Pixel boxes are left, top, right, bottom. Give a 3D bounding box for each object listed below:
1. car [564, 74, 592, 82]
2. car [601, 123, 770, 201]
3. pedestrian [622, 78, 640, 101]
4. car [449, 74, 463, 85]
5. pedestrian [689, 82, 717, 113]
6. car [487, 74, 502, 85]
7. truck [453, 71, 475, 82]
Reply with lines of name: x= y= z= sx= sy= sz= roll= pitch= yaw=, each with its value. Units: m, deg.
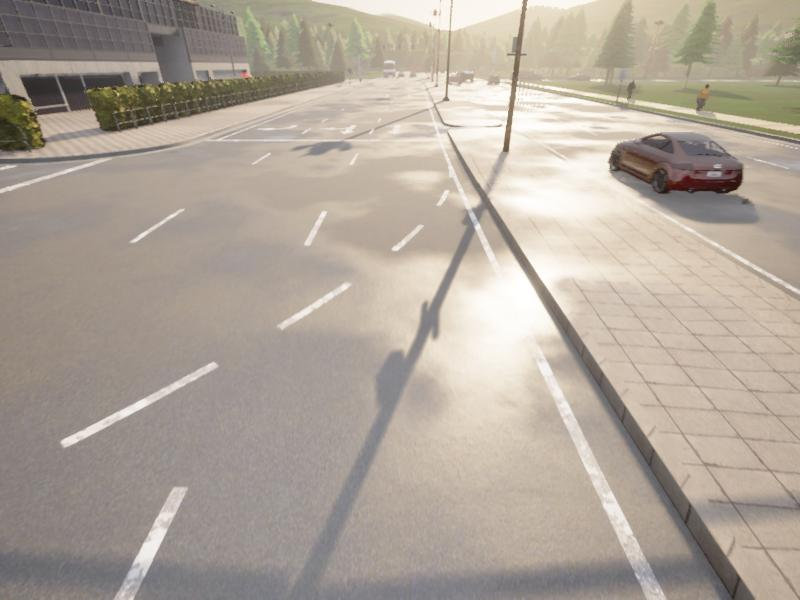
car: x=38.712 y=-48.281 z=86.983 sx=4.902 sy=1.511 sz=2.128 roll=1 pitch=30 yaw=2
car: x=8.010 y=-4.237 z=11.866 sx=1.994 sy=1.385 sz=4.181 roll=0 pitch=30 yaw=1
pedestrian: x=21.517 y=-19.598 z=37.255 sx=0.751 sy=1.860 sz=0.751 roll=2 pitch=30 yaw=3
car: x=10.373 y=-41.060 z=74.478 sx=2.152 sy=1.651 sz=5.027 roll=1 pitch=30 yaw=2
pedestrian: x=20.930 y=-13.976 z=27.657 sx=0.751 sy=1.860 sz=0.751 roll=2 pitch=30 yaw=3
car: x=17.357 y=-40.709 z=73.895 sx=1.851 sy=1.617 sz=3.988 roll=1 pitch=30 yaw=1
truck: x=13.872 y=-48.461 z=86.637 sx=2.390 sy=2.098 sz=6.274 roll=-7 pitch=31 yaw=-12
